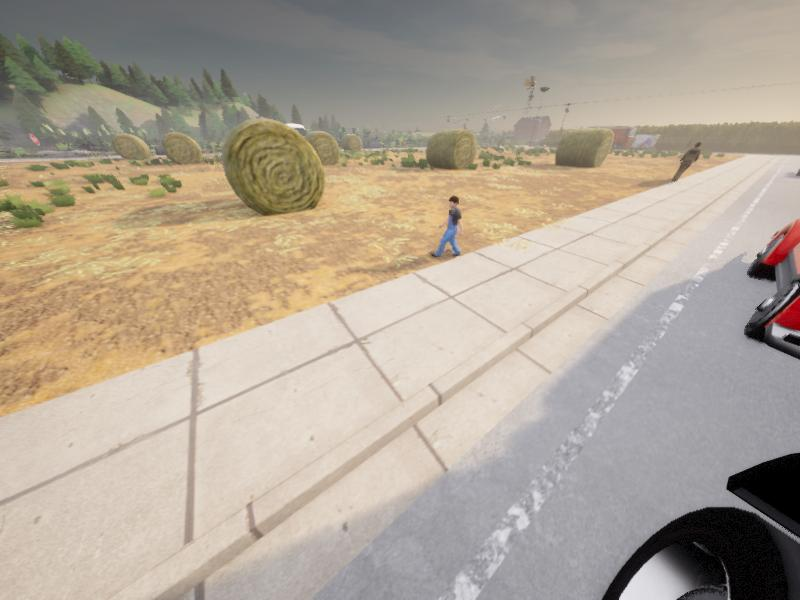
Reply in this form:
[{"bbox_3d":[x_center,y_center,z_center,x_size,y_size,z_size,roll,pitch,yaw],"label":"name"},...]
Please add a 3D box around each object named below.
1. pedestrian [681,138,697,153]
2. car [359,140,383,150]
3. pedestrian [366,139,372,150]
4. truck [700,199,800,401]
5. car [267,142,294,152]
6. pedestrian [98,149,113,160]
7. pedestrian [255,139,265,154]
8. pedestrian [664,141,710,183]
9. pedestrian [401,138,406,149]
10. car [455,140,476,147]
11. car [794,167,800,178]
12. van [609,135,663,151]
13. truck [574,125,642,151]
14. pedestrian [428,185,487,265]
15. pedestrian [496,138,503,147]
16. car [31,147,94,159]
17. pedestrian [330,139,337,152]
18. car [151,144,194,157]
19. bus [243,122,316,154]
[{"bbox_3d":[43.244,-23.175,34.561,0.751,1.860,0.751,-30,45,-35],"label":"pedestrian"},{"bbox_3d":[-6.596,-35.364,52.678,4.856,1.649,2.033,-20,39,-25],"label":"car"},{"bbox_3d":[-6.142,-30.773,45.656,0.751,1.860,0.751,-17,38,-22],"label":"pedestrian"},{"bbox_3d":[6.574,-0.541,2.482,5.204,2.467,2.627,-22,40,-28],"label":"truck"},{"bbox_3d":[-23.054,-29.519,44.649,4.193,1.474,1.816,-19,39,-25],"label":"car"},{"bbox_3d":[-35.754,-17.715,28.037,0.500,1.100,0.500,-5,36,-7],"label":"pedestrian"},{"bbox_3d":[-22.266,-24.353,36.676,0.751,1.860,0.751,-21,40,-27],"label":"pedestrian"},{"bbox_3d":[15.040,-7.242,12.137,0.751,1.860,0.751,-28,44,-34],"label":"pedestrian"},{"bbox_3d":[0.712,-32.152,47.559,0.751,1.860,0.751,-20,40,-26],"label":"pedestrian"},{"bbox_3d":[17.242,-41.088,60.739,4.792,1.488,2.163,-16,38,-21],"label":"car"},{"bbox_3d":[27.843,-8.734,14.888,4.181,1.385,1.994,-22,41,-28],"label":"car"},{"bbox_3d":[44.585,-29.870,43.860,2.351,2.431,6.366,-22,40,-27],"label":"van"},{"bbox_3d":[39.503,-31.144,44.492,2.891,3.827,8.468,-21,40,-27],"label":"truck"},{"bbox_3d":[1.055,-1.467,4.542,0.751,1.300,0.751,-5,35,-7],"label":"pedestrian"},{"bbox_3d":[24.355,-38.555,56.518,0.751,1.860,0.751,-14,38,-19],"label":"pedestrian"},{"bbox_3d":[-47.485,-20.853,32.703,4.718,1.301,1.895,-19,39,-25],"label":"car"},{"bbox_3d":[-11.580,-27.016,40.371,0.751,1.860,0.751,3,35,4],"label":"pedestrian"},{"bbox_3d":[-34.825,-23.019,35.521,4.193,1.474,1.816,-19,39,-25],"label":"car"},{"bbox_3d":[-21.288,-28.959,41.429,10.273,4.253,3.944,-20,39,-25],"label":"bus"}]
